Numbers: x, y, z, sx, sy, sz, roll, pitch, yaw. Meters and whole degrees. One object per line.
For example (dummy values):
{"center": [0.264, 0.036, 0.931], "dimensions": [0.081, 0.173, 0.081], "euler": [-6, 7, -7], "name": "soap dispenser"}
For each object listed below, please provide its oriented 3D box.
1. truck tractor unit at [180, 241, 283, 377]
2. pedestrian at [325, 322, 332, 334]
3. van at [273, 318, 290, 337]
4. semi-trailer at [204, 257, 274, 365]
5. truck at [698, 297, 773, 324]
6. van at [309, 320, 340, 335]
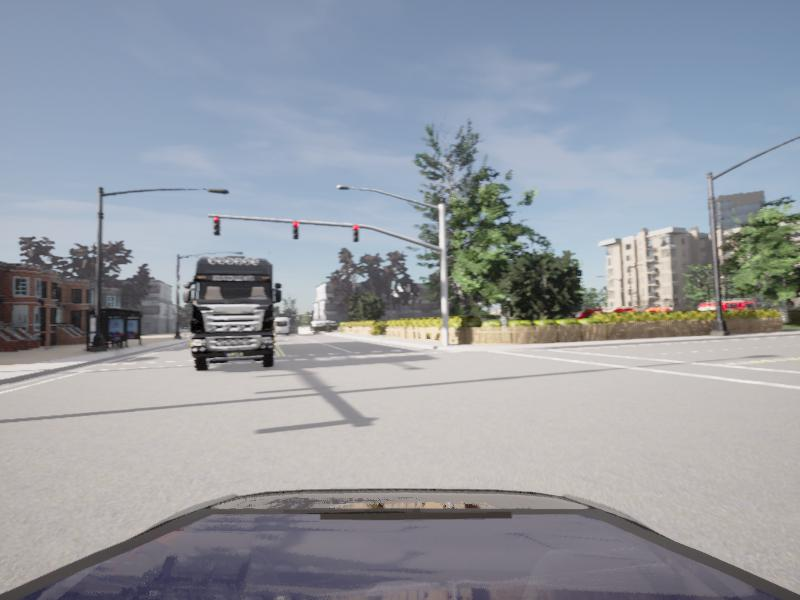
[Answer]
{"center": [-6.430, 0.456, 15.953], "dimensions": [3.053, 4.208, 6.516], "euler": [0, -4, -19], "name": "truck tractor unit"}
{"center": [-10.990, 4.242, 61.245], "dimensions": [0.751, 1.860, 0.751], "euler": [0, -4, -31], "name": "pedestrian"}
{"center": [-17.130, 3.874, 57.534], "dimensions": [1.988, 2.561, 5.915], "euler": [0, -3, -19], "name": "van"}
{"center": [-9.032, 0.835, 23.416], "dimensions": [2.717, 4.402, 14.254], "euler": [0, -3, -19], "name": "semi-trailer"}
{"center": [51.262, 1.750, 61.578], "dimensions": [2.891, 3.827, 8.468], "euler": [0, -3, -17], "name": "truck"}
{"center": [-12.265, 4.453, 64.990], "dimensions": [4.480, 2.038, 2.069], "euler": [-2, -3, -30], "name": "van"}
